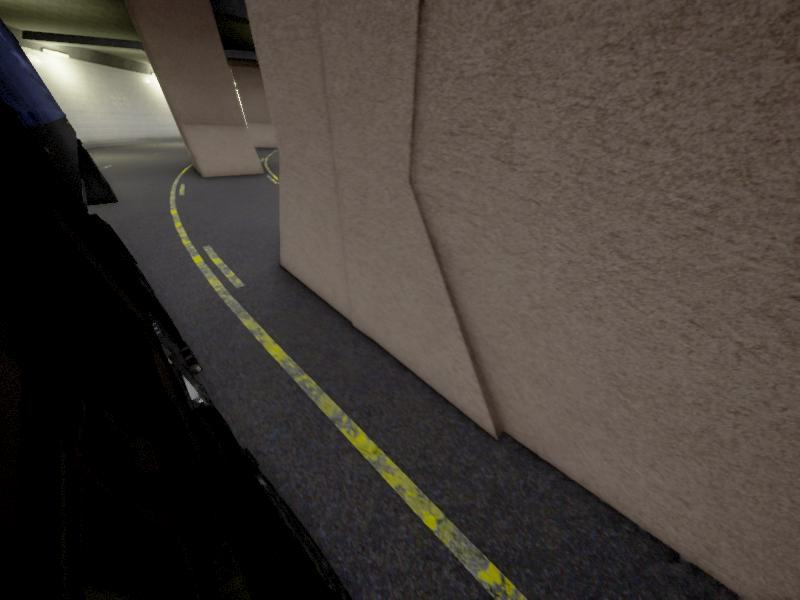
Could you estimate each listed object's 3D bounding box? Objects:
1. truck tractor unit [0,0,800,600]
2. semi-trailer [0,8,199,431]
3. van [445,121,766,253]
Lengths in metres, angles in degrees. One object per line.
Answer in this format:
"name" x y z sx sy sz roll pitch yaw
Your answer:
"truck tractor unit" -2.645 -0.295 0.351 6.516 4.208 3.053 28 44 30
"semi-trailer" -8.532 -3.721 4.373 14.254 4.402 2.717 30 45 31
"van" 4.938 -3.954 7.233 6.366 2.431 2.351 30 45 31
